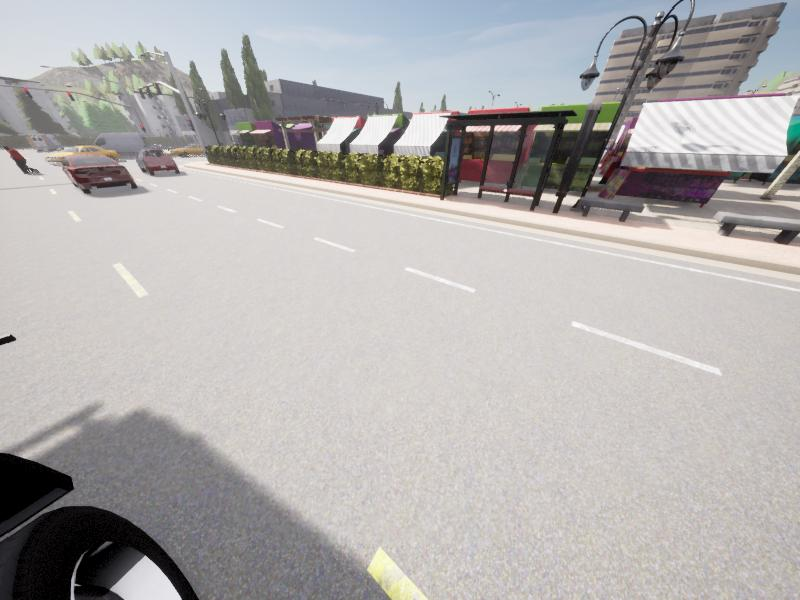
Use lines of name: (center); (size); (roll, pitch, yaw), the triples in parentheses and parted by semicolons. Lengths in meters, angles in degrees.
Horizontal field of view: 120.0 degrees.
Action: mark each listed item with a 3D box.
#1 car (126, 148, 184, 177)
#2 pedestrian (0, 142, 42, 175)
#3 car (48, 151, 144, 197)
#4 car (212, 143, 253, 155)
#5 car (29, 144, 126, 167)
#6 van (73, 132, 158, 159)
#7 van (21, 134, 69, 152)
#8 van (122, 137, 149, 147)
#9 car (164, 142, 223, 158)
car: (-17.697, -10.005, 16.667); (3.633, 1.501, 1.845); (25, 42, 31)
pedestrian: (-25.968, -9.594, 15.697); (0.751, 1.860, 0.751); (11, 37, 15)
car: (-15.542, -6.563, 11.789); (5.008, 1.535, 1.882); (23, 41, 28)
car: (-26.204, -23.761, 36.213); (1.812, 1.442, 4.674); (24, 41, 29)
car: (-30.406, -13.988, 22.189); (1.801, 1.575, 5.366); (2, 35, 2)
van: (-35.186, -19.368, 28.964); (5.915, 2.561, 1.988); (-13, 39, -19)
van: (-63.585, -28.337, 41.585); (2.351, 2.431, 6.366); (-23, 41, -29)
van: (-68.130, -40.778, 59.605); (1.775, 1.987, 4.442); (-2, 35, -3)
car: (-27.053, -19.824, 30.499); (1.801, 1.575, 5.366); (24, 41, 29)
